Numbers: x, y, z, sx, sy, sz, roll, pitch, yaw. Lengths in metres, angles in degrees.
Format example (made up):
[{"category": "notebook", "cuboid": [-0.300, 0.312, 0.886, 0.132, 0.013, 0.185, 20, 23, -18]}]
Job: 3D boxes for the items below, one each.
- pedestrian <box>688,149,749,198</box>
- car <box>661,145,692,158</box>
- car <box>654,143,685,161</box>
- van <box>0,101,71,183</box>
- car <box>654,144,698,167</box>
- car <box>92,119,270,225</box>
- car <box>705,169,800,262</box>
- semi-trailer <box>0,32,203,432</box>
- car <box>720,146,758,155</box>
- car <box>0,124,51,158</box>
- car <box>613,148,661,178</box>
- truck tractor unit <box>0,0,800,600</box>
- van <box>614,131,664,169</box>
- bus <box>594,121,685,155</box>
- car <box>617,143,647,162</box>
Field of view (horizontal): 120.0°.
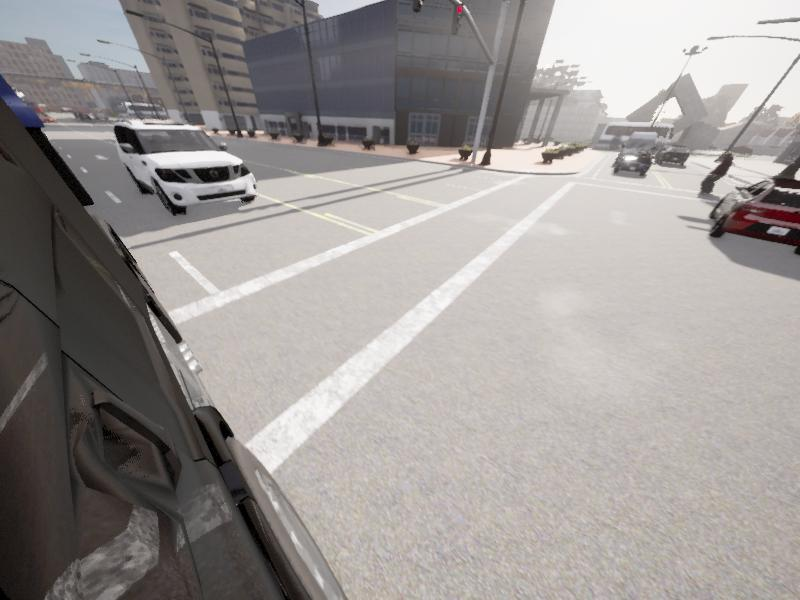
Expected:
[{"category": "pedestrian", "cuboid": [14.869, -5.923, 10.839, 0.751, 1.860, 0.751, -21, 43, -28]}, {"category": "car", "cuboid": [40.558, -21.782, 33.859, 4.193, 1.474, 1.816, -21, 43, -28]}, {"category": "car", "cuboid": [35.042, -19.288, 30.055, 1.930, 1.638, 5.238, 32, 46, 32]}, {"category": "van", "cuboid": [-17.006, -6.826, 9.758, 6.366, 2.431, 2.351, 26, 43, 29]}, {"category": "car", "cuboid": [28.990, -15.359, 24.460, 1.930, 1.638, 5.238, 27, 43, 28]}, {"category": "car", "cuboid": [-6.874, -4.280, 7.221, 5.566, 2.045, 2.150, 26, 43, 29]}, {"category": "car", "cuboid": [10.584, -2.596, 6.540, 4.193, 1.474, 1.816, -27, 46, -34]}, {"category": "semi-trailer", "cuboid": [-8.802, -3.528, 4.130, 14.254, 4.402, 2.717, 27, 43, 29]}, {"category": "car", "cuboid": [77.293, -34.191, 52.760, 1.812, 1.442, 4.674, -2, 37, -6]}, {"category": "car", "cuboid": [-24.432, -10.092, 14.538, 4.902, 1.511, 2.128, 26, 43, 29]}, {"category": "car", "cuboid": [17.218, -10.158, 16.935, 1.816, 1.474, 4.193, 27, 43, 29]}, {"category": "truck tractor unit", "cuboid": [-2.645, -0.295, 0.351, 6.516, 4.208, 3.053, 28, 44, 30]}, {"category": "van", "cuboid": [21.904, -13.960, 21.387, 1.988, 2.561, 5.915, 27, 43, 29]}, {"category": "bus", "cuboid": [43.108, -29.749, 42.236, 3.944, 4.253, 10.273, -25, 45, -31]}, {"category": "car", "cuboid": [25.999, -16.611, 25.998, 1.845, 1.501, 3.633, 27, 43, 28]}]
